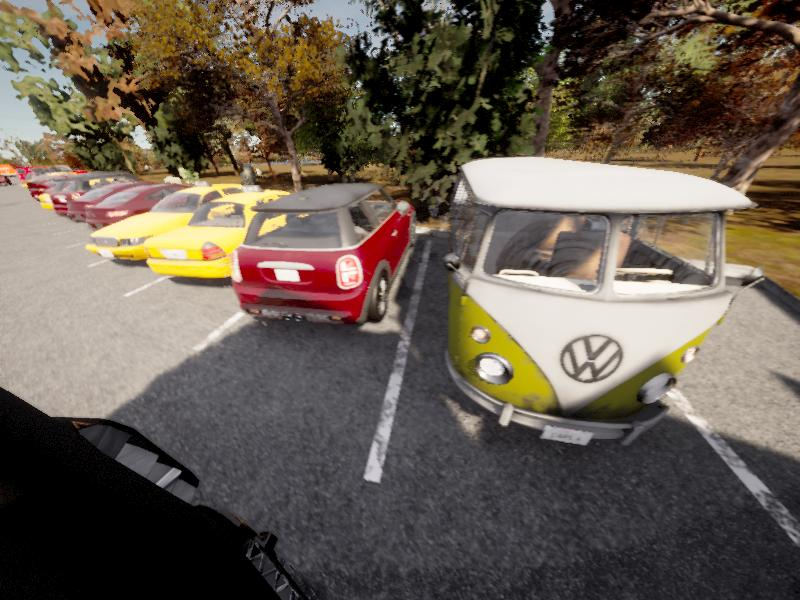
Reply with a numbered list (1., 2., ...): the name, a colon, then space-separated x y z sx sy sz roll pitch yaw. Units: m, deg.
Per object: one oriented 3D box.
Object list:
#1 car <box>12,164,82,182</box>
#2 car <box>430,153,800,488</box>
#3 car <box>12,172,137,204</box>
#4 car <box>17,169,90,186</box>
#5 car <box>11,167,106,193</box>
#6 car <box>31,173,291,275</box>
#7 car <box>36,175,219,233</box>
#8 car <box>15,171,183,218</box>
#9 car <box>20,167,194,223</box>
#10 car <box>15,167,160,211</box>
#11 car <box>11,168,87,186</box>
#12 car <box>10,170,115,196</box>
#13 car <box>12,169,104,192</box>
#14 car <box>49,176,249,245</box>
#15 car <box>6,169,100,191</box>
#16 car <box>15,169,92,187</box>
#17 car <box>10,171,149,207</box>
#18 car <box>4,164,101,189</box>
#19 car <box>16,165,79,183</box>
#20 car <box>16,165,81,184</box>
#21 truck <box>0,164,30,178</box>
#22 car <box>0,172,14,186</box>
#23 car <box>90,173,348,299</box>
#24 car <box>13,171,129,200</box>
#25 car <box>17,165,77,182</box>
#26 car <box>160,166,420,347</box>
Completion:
1. car: -57.369 -20.777 37.769 2.435 2.045 5.566 7 34 14
2. car: 1.563 -0.734 3.126 1.878 1.987 4.442 4 34 10
3. car: -23.462 -8.393 17.041 2.163 1.488 4.792 6 34 13
4. car: -45.297 -16.152 30.391 2.163 1.488 4.792 7 34 15
5. car: -33.236 -11.895 22.779 2.185 1.767 4.553 7 34 14
6. car: -6.053 -2.768 7.177 1.946 1.575 5.366 5 34 11
7. car: -11.052 -4.378 10.066 2.002 1.452 4.674 5 34 12
8. car: -16.005 -6.100 12.962 1.946 1.575 5.366 5 34 12
9. car: -13.566 -5.289 11.330 2.185 1.767 4.553 5 34 12
10. car: -18.518 -6.922 14.169 2.185 1.767 4.553 6 34 12
11. car: -47.764 -16.941 31.705 1.946 1.575 5.366 7 35 14
12. car: -30.798 -10.948 21.394 2.097 1.535 5.008 6 34 14
13. car: -35.649 -12.664 24.350 2.231 1.521 4.892 7 34 14
14. car: -8.541 -3.601 8.703 2.002 1.452 4.674 5 34 11
15. car: -38.108 -13.437 25.693 1.946 1.575 5.366 7 34 14
16. car: -42.893 -15.243 28.837 2.163 1.488 4.792 7 34 14
17. car: -21.002 -7.611 15.622 2.097 1.535 5.008 6 34 13
18. car: -40.482 -14.632 27.227 2.435 2.045 5.566 7 34 14
19. car: -52.577 -18.921 34.652 1.878 1.987 4.442 7 34 14
20. car: -50.163 -18.043 33.145 1.878 1.987 4.442 7 34 14
21. truck: -90.766 -30.055 53.982 2.627 2.467 5.204 -30 39 -33
22. car: -57.115 -17.178 32.765 3.988 1.617 1.851 20 40 30
23. car: -3.457 -2.207 6.139 1.946 1.575 5.366 4 34 11
24. car: -25.908 -9.260 18.534 2.163 1.488 4.792 6 34 13
25. car: -54.991 -19.799 36.158 1.878 1.987 4.442 7 34 14
26. car: -0.968 -1.439 4.565 2.185 1.767 4.553 4 34 11
